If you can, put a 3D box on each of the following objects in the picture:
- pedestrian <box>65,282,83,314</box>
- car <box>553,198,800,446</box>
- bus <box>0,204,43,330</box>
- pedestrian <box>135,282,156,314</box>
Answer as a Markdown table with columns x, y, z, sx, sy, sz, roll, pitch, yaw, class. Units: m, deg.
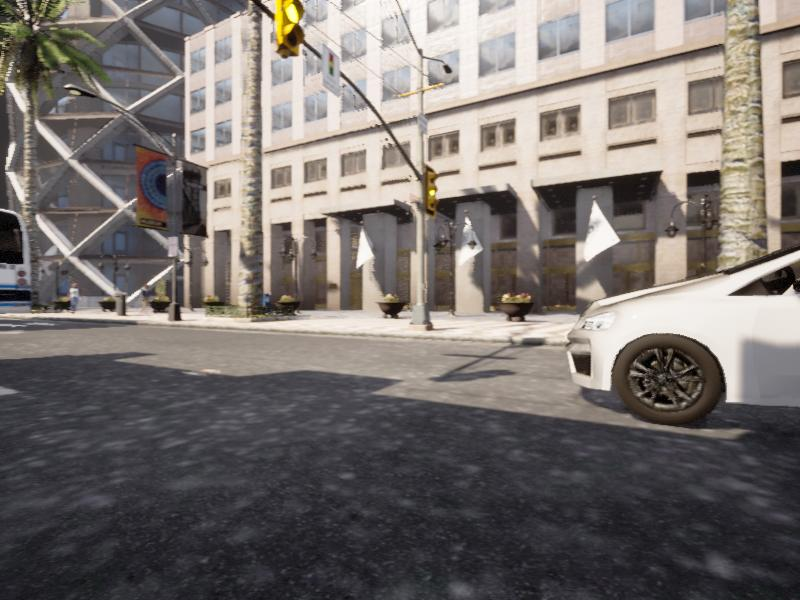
| x | y | z | sx | sy | sz | roll | pitch | yaw | class |
| --- | --- | --- | --- | --- | --- | --- | --- | --- | --- |
| -19.133 | -0.110 | 23.488 | 0.751 | 1.860 | 0.751 | 0 | 0 | 43 | pedestrian |
| 3.879 | 0.151 | 3.323 | 4.611 | 1.667 | 2.242 | 0 | 0 | 28 | car |
| -18.485 | -1.124 | 15.258 | 10.273 | 4.253 | 3.944 | 0 | 0 | 28 | bus |
| -15.176 | -0.114 | 23.836 | 0.751 | 1.860 | 0.751 | 0 | 0 | 19 | pedestrian |
